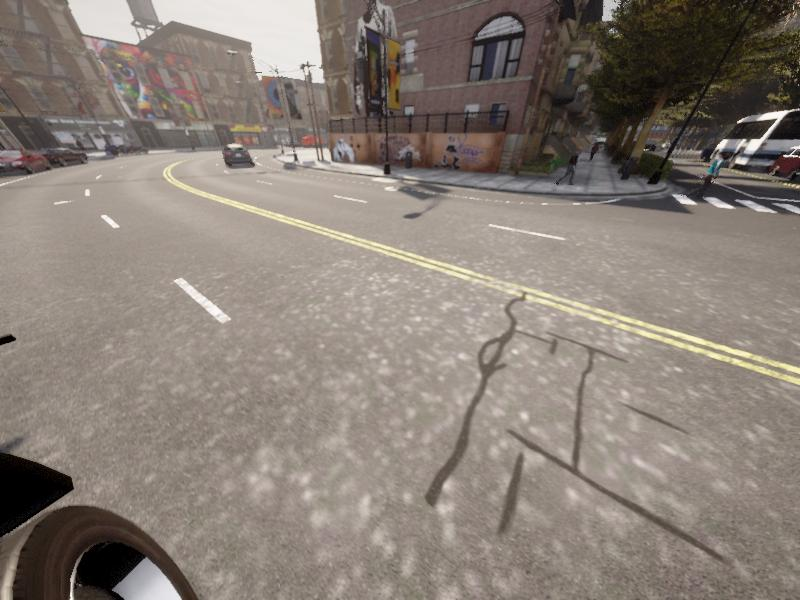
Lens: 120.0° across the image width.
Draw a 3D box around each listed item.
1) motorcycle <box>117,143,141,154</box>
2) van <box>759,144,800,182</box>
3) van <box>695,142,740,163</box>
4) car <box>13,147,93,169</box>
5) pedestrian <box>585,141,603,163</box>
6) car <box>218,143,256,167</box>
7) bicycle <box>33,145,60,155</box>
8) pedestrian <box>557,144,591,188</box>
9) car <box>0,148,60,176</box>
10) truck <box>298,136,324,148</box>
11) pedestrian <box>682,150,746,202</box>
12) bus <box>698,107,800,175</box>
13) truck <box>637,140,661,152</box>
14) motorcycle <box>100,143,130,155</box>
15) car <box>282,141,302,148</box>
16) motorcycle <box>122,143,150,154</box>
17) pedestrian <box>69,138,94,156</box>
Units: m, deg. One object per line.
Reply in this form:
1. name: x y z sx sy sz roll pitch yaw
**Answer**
1. motorcycle: -38.005 -21.226 32.435 1.805 1.236 0.856 -29 45 -35
2. van: 28.188 -9.448 15.846 2.069 2.038 4.480 23 40 28
3. van: 39.668 -18.585 29.008 1.775 1.987 4.442 23 41 28
4. car: -30.557 -12.755 20.625 1.895 1.301 4.718 -14 38 -20
5. pedestrian: 20.156 -15.384 24.067 0.751 1.860 0.751 19 39 24
6. car: -15.984 -14.257 22.586 2.242 1.667 4.611 -21 41 -27
7. bicycle: -46.202 -19.623 30.245 0.373 1.024 1.643 13 36 34
8. pedestrian: 8.913 -6.921 11.925 0.751 1.860 0.751 18 39 23
9. car: -27.535 -10.001 16.609 2.002 1.452 4.674 -21 41 -28
10. truck: -22.230 -39.858 58.230 2.627 2.467 5.204 23 41 29
11. pedestrian: 13.529 -5.389 10.055 0.751 1.860 0.751 22 41 28
12. bus: 33.414 -14.634 21.357 3.944 4.253 10.273 23 41 28
13. truck: 54.333 -33.721 50.572 2.390 2.098 6.274 23 41 28
14. motorcycle: -38.192 -20.245 30.985 2.209 1.251 0.867 -29 45 -35
15. car: -26.992 -39.017 57.928 1.970 1.475 3.806 20 40 26
16. motorcycle: -38.240 -22.009 33.495 2.356 1.277 0.764 -29 45 -35
17. pedestrian: -39.154 -18.837 28.401 0.751 1.860 0.751 -9 36 -13
